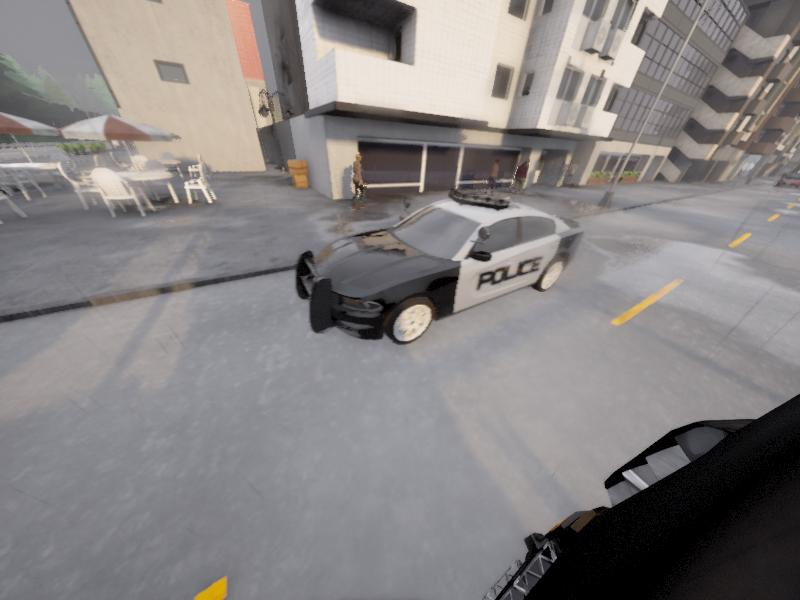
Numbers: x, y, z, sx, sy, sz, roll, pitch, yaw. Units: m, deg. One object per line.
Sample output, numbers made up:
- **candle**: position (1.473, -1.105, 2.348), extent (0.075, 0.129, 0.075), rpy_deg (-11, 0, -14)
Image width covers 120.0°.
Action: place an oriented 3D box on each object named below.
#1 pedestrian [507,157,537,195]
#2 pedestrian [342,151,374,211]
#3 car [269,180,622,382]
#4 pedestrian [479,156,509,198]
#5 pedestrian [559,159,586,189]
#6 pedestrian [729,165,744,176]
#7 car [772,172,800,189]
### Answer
- **pedestrian**: position (7.032, -7.171, 13.411), extent (0.751, 1.860, 0.751), rpy_deg (-21, 41, -32)
- **pedestrian**: position (-1.520, -4.365, 8.538), extent (0.751, 1.860, 0.751), rpy_deg (-22, 41, -33)
- **car**: position (1.010, -0.925, 3.926), extent (5.238, 1.638, 1.930), rpy_deg (-17, 38, -26)
- **pedestrian**: position (4.915, -6.451, 12.167), extent (0.751, 1.860, 0.751), rpy_deg (-21, 41, -32)
- **pedestrian**: position (12.620, -9.231, 16.924), extent (0.751, 1.860, 0.751), rpy_deg (-23, 41, -33)
- **pedestrian**: position (65.195, -25.088, 44.753), extent (0.751, 1.860, 0.751), rpy_deg (-24, 42, -34)
- **car**: position (48.224, -14.714, 28.381), extent (3.633, 1.501, 1.845), rpy_deg (-16, 38, -26)
